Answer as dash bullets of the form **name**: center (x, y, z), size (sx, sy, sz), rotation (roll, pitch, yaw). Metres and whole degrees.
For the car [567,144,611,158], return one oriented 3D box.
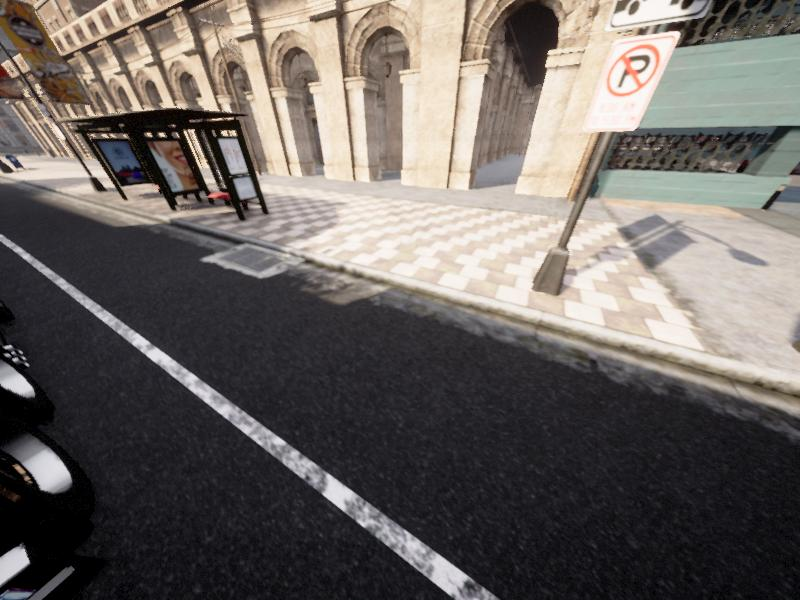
- **car**: center (27.195, -21.673, 33.495), size (4.514, 1.523, 2.007), rotation (17, 38, 23)

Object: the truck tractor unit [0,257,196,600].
- **truck tractor unit**: center (-5.099, -0.314, 0.792), size (6.516, 4.208, 3.053), rotation (19, 39, 25)

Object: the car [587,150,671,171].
- **car**: center (19.283, -12.047, 19.794), size (4.718, 1.301, 1.895), rotation (17, 38, 23)

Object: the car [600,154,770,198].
- **car**: center (13.461, -6.332, 11.536), size (4.786, 1.482, 2.161), rotation (17, 38, 23)
